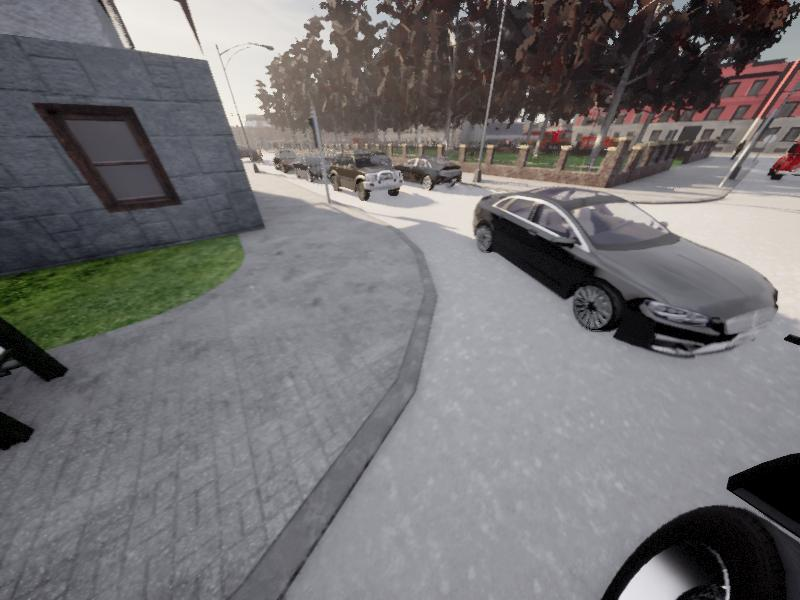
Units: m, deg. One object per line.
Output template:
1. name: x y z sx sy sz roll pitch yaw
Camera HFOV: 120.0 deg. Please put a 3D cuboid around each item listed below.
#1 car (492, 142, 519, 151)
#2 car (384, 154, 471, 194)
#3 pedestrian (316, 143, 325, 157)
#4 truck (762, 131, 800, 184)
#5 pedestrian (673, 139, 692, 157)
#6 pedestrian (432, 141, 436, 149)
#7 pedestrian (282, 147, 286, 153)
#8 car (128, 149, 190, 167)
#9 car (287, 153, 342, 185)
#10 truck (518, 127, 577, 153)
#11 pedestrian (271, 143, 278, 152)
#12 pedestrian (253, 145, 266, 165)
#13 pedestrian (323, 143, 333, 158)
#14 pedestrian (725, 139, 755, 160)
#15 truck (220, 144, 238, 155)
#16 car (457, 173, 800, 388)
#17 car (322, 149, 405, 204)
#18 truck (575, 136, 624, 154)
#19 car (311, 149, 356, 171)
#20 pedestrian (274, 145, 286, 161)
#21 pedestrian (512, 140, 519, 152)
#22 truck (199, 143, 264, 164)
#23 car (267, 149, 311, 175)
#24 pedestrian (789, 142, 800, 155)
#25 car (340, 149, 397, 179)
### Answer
1. car: 23.390 -34.157 51.406 2.152 1.651 5.027 -23 41 -29
2. car: 1.334 -7.440 13.366 2.128 1.511 4.902 -23 41 -29
3. pedestrian: -12.297 -23.296 35.901 0.751 1.860 0.751 -22 40 -28
4. truck: 24.925 -8.559 13.753 5.204 2.467 2.627 -23 41 -29
5. pedestrian: 36.524 -19.667 29.881 0.751 1.860 0.751 -24 41 -30
6. pedestrian: 8.968 -40.790 60.762 0.751 1.860 0.751 -23 41 -29
7. pedestrian: -25.269 -32.770 50.429 0.500 1.100 0.500 -19 39 -24
8. car: -28.881 -17.230 27.962 4.902 1.511 2.128 -23 41 -29
9. car: -6.079 -9.300 16.181 1.837 1.490 4.892 -23 41 -29
10. truck: 28.433 -31.183 45.107 2.891 3.827 8.468 -23 41 -29
11. pedestrian: -29.401 -35.756 54.132 0.751 1.860 0.751 -21 40 -27
12. pedestrian: -16.396 -16.926 26.972 0.751 1.860 0.751 -23 41 -29
13. pedestrian: -10.590 -22.005 34.013 0.751 1.860 0.751 -23 41 -29
14. pedestrian: 36.125 -16.002 24.607 0.751 1.860 0.751 3 35 5
15. truck: -40.670 -35.855 54.856 2.390 2.098 6.274 -23 41 -29
16. car: 3.167 -1.155 4.319 2.128 1.511 4.902 -10 36 -9
17. car: -1.905 -6.281 11.426 1.932 1.855 4.605 -23 41 -29
18. truck: 33.871 -26.462 39.404 2.627 2.467 5.204 -24 41 -29
19. car: -6.519 -13.703 22.518 2.128 1.511 4.902 -25 42 -31
20. pedestrian: -16.113 -19.764 31.057 0.751 1.860 0.751 -25 42 -31
21. pedestrian: 22.662 -30.273 45.387 0.751 1.860 0.751 23 41 30
22. truck: -21.879 -19.423 30.493 6.274 2.098 2.390 -11 36 -14
23. car: -9.956 -12.365 20.542 2.033 1.649 4.856 -23 40 -29
24. pedestrian: 51.852 -19.769 29.777 0.751 1.860 0.751 27 43 34
25. car: -2.501 -10.614 17.898 2.033 1.649 4.856 -24 41 -30
